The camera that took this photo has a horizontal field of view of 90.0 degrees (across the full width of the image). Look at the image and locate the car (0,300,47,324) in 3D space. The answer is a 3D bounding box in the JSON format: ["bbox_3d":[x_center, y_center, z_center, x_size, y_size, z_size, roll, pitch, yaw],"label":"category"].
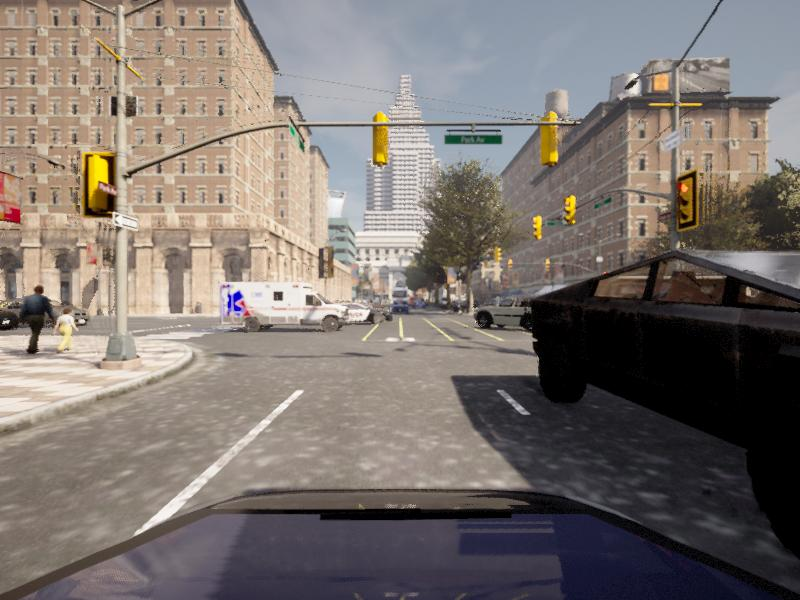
[{"bbox_3d":[-27.680,0.801,27.401,5.366,1.575,1.801,0,0,0],"label":"car"}]

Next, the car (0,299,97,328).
[{"bbox_3d":[-21.290,0.756,23.923,4.611,1.667,2.242,0,0,0],"label":"car"}]

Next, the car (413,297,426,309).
[{"bbox_3d":[3.560,0.572,73.235,2.150,2.045,5.566,0,0,0],"label":"car"}]

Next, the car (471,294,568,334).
[{"bbox_3d":[6.246,0.653,21.304,1.932,1.855,4.605,0,0,-41],"label":"car"}]

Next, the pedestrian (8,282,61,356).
[{"bbox_3d":[-9.540,0.485,10.477,0.751,1.860,0.751,0,0,-15],"label":"pedestrian"}]

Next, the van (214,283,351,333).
[{"bbox_3d":[-5.818,0.378,20.492,6.366,2.431,2.351,0,0,0],"label":"van"}]

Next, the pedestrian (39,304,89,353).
[{"bbox_3d":[-9.210,0.765,10.994,0.751,1.300,0.751,0,0,1],"label":"pedestrian"}]

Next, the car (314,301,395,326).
[{"bbox_3d":[-3.011,0.827,26.124,4.974,1.542,2.038,0,0,-16],"label":"car"}]

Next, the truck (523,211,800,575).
[{"bbox_3d":[3.503,0.561,4.386,2.390,2.098,6.274,0,-1,0],"label":"truck"}]

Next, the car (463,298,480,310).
[{"bbox_3d":[11.554,0.651,64.900,1.932,1.855,4.605,0,0,0],"label":"car"}]

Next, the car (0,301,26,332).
[{"bbox_3d":[-22.311,0.828,20.420,4.514,1.525,2.007,0,0,0],"label":"car"}]

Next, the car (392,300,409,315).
[{"bbox_3d":[0.060,0.823,45.010,1.882,1.535,5.008,0,0,0],"label":"car"}]

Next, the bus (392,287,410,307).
[{"bbox_3d":[0.195,-0.539,90.093,3.944,4.253,10.273,0,0,0],"label":"bus"}]

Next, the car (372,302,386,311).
[{"bbox_3d":[-3.199,0.938,60.942,1.895,1.301,4.718,0,0,0],"label":"car"}]
